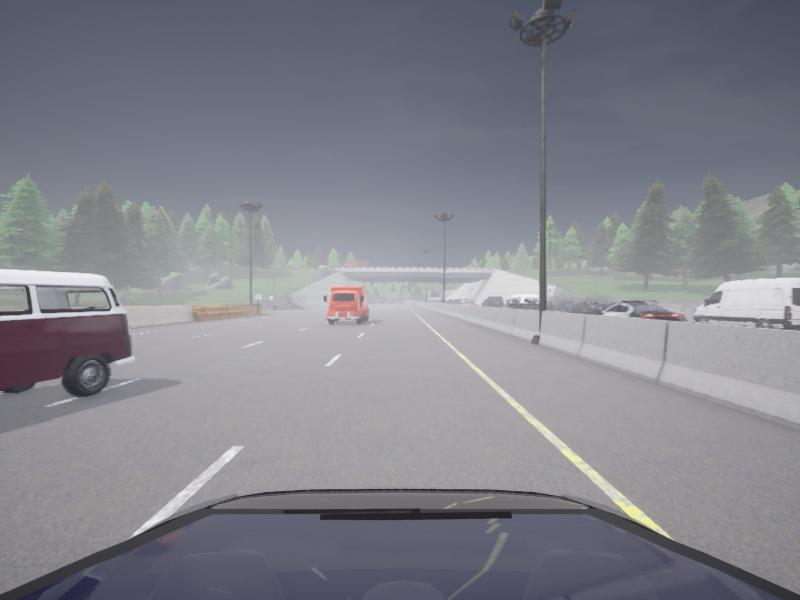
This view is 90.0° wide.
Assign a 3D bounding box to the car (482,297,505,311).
[{"bbox_3d":[14.006,0.543,60.124,2.150,2.045,5.566,0,0,0],"label":"car"}]

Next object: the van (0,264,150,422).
[{"bbox_3d":[-6.147,0.566,5.472,2.069,2.038,4.480,-1,0,12],"label":"van"}]

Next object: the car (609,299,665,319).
[{"bbox_3d":[21.003,0.742,35.731,2.242,1.667,4.611,0,0,0],"label":"car"}]

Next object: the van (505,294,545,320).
[{"bbox_3d":[10.503,0.557,33.967,2.069,2.038,4.480,0,0,0],"label":"van"}]

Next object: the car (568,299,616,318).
[{"bbox_3d":[17.506,0.741,36.820,2.242,1.667,4.611,0,0,0],"label":"car"}]

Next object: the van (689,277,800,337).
[{"bbox_3d":[17.508,0.313,19.917,1.988,2.561,5.915,0,0,0],"label":"van"}]

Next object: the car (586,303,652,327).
[{"bbox_3d":[14.004,0.896,25.949,1.994,1.385,4.181,0,0,0],"label":"car"}]

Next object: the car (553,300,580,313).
[{"bbox_3d":[21.006,0.806,50.661,1.845,1.501,3.633,0,0,0],"label":"car"}]

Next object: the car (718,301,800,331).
[{"bbox_3d":[20.998,0.826,22.629,2.128,1.511,4.902,0,0,0],"label":"car"}]

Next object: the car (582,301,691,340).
[{"bbox_3d":[10.501,0.816,18.336,2.038,1.542,4.974,0,0,0],"label":"car"}]

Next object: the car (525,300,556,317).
[{"bbox_3d":[14.004,0.798,39.959,1.789,1.549,3.705,0,0,0],"label":"car"}]

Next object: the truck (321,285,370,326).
[{"bbox_3d":[-3.497,0.345,27.021,2.627,2.467,5.204,0,0,0],"label":"truck"}]
